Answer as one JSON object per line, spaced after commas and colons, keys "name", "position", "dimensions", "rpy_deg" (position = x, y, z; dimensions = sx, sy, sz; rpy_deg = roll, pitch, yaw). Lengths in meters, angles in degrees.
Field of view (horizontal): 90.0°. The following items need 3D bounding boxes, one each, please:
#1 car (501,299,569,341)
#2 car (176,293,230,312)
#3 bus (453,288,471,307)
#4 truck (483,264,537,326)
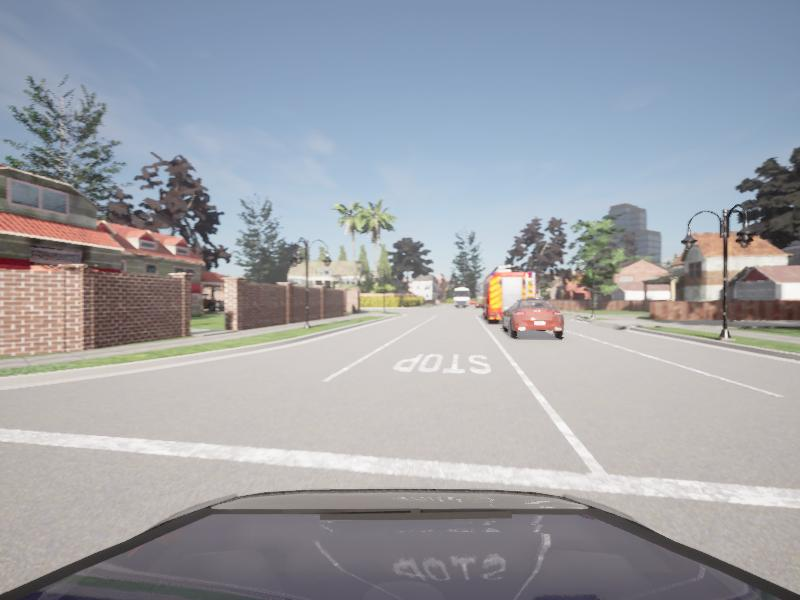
{"name": "car", "position": [5.961, 0.783, 18.338], "dimensions": [2.152, 1.651, 5.027], "rpy_deg": [0, 0, 9]}
{"name": "car", "position": [-19.838, 0.258, 40.383], "dimensions": [4.605, 1.855, 1.932], "rpy_deg": [0, 0, 9]}
{"name": "bus", "position": [14.426, -0.594, 92.596], "dimensions": [3.944, 4.253, 10.273], "rpy_deg": [0, 0, 9]}
{"name": "truck", "position": [7.659, -0.327, 28.971], "dimensions": [2.891, 3.827, 8.468], "rpy_deg": [0, 0, 9]}
